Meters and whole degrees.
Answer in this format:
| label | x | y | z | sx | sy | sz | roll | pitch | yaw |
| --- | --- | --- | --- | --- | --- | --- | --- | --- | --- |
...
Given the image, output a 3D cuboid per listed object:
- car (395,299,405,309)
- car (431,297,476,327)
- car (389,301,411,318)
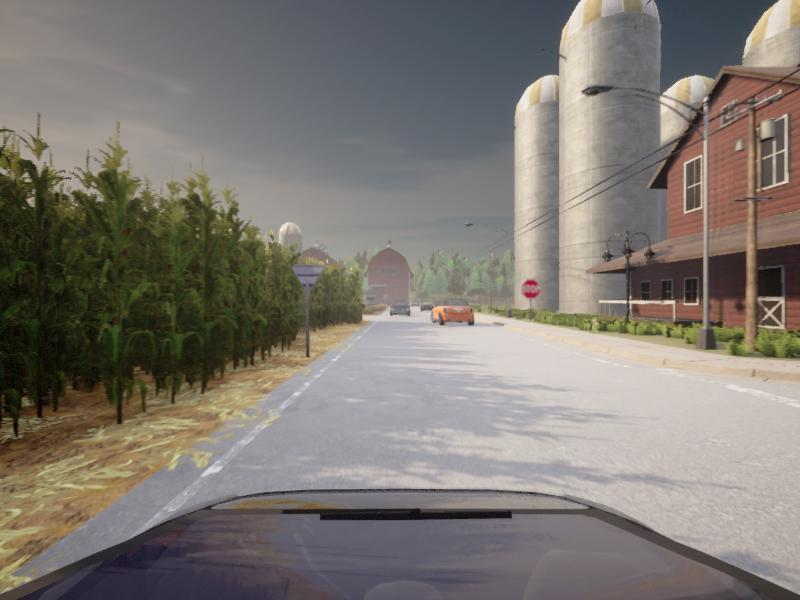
| label | x | y | z | sx | sy | sz | roll | pitch | yaw |
| --- | --- | --- | --- | --- | --- | --- | --- | --- | --- |
| car | 0.025 | 0.683 | 74.158 | 1.905 | 1.878 | 3.866 | 0 | 0 | 0 |
| car | 3.395 | 0.705 | 26.284 | 2.097 | 1.767 | 4.553 | 0 | 0 | -3 |
| car | 0.014 | 0.842 | 39.307 | 2.038 | 1.542 | 4.974 | 0 | 0 | 0 |
